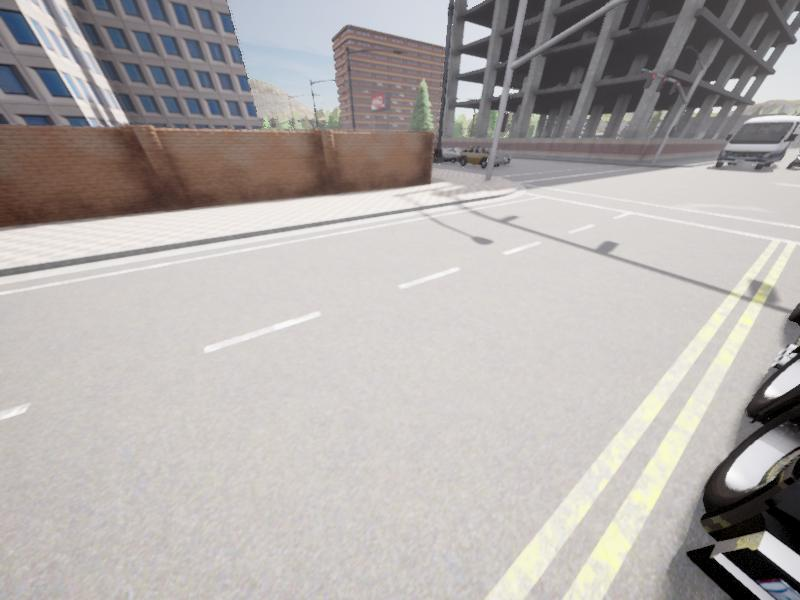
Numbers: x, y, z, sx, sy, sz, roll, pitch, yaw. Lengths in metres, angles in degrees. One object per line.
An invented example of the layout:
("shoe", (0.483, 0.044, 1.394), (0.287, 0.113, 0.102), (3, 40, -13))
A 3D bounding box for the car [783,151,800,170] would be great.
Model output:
("car", (40.324, -13.793, 22.788), (3.705, 1.549, 1.789), (-19, 39, -26))

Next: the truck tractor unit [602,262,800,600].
("truck tractor unit", (5.105, -0.308, 0.784), (6.516, 4.208, 3.053), (-18, 39, -24))

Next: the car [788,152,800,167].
("car", (45.790, -15.686, 25.590), (4.902, 1.511, 2.128), (-19, 39, -26))

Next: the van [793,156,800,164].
("van", (52.522, -18.417, 28.768), (6.366, 2.431, 2.351), (-19, 39, -26))

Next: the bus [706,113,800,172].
("bus", (37.380, -16.140, 23.772), (10.273, 4.253, 3.944), (-19, 39, -26))

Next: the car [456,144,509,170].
("car", (7.919, -14.170, 22.775), (1.932, 1.855, 4.605), (-18, 39, -24))
